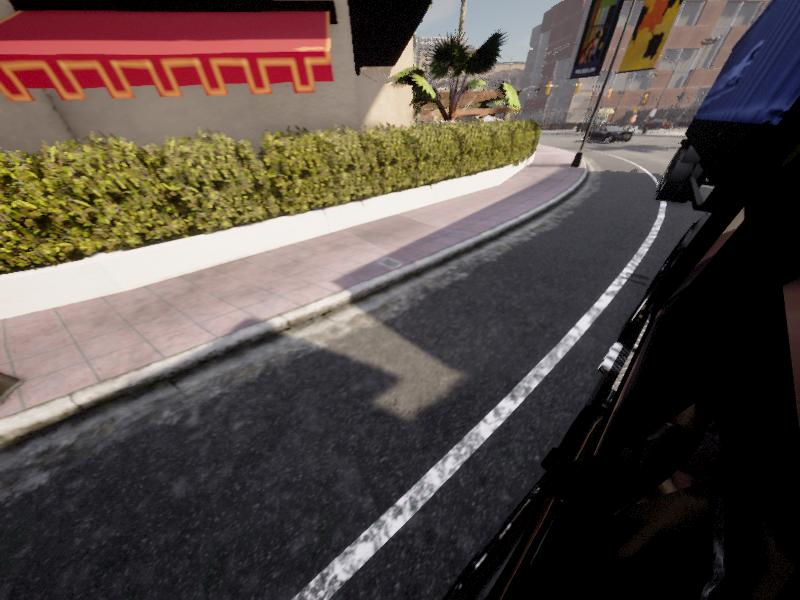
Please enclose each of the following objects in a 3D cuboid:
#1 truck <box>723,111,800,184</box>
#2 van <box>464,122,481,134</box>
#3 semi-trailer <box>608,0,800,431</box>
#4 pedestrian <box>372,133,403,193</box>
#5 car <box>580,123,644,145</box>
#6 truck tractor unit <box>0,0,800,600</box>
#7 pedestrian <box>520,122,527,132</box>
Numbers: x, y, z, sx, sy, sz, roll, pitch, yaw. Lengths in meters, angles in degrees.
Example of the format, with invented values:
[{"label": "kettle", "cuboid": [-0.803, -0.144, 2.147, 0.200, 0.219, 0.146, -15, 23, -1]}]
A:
[{"label": "truck", "cuboid": [16.682, -6.069, 8.985, 2.390, 2.098, 6.274, 16, 41, 23]}, {"label": "van", "cuboid": [19.458, -46.679, 62.654, 1.988, 2.561, 5.915, -7, 37, -5]}, {"label": "semi-trailer", "cuboid": [8.191, -3.907, 4.672, 2.717, 4.402, 14.254, 28, 47, 34]}, {"label": "pedestrian", "cuboid": [-0.456, -5.205, 8.792, 0.751, 1.860, 0.751, -28, 44, -30]}, {"label": "car", "cuboid": [22.117, -17.636, 24.489, 1.930, 1.638, 5.238, -3, 37, -1]}, {"label": "truck tractor unit", "cuboid": [2.645, -0.295, 0.351, 6.516, 4.208, 3.053, -28, 44, -30]}, {"label": "pedestrian", "cuboid": [30.746, -43.214, 57.652, 0.751, 1.860, 0.751, -9, 37, -9]}]
